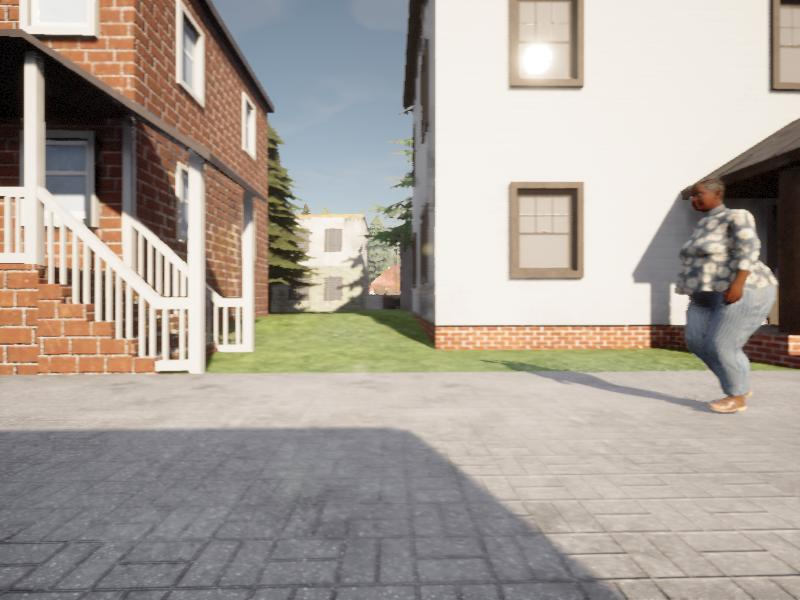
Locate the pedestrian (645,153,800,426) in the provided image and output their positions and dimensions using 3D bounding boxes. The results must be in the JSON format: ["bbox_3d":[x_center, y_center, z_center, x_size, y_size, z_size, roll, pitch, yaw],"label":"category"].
[{"bbox_3d":[2.500,-0.069,3.124,0.751,1.860,0.751,0,0,5],"label":"pedestrian"}]

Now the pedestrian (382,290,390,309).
[{"bbox_3d":[-1.406,-0.077,40.013,0.751,1.860,0.751,0,0,5],"label":"pedestrian"}]
